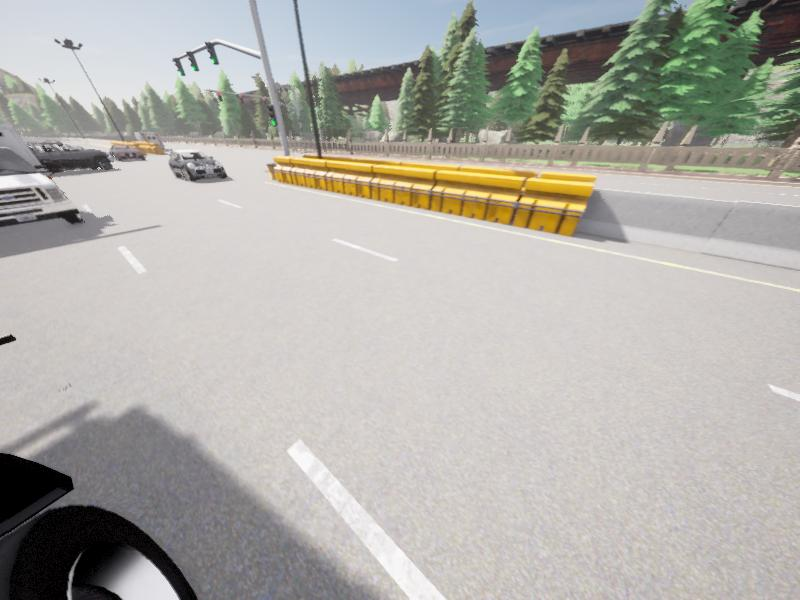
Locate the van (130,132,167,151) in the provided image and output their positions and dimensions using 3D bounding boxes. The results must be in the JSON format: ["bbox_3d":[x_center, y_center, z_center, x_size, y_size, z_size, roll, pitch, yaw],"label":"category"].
[{"bbox_3d":[-42.986,-27.156,39.517,6.366,2.431,2.351,24,42,29],"label":"van"}]

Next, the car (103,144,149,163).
[{"bbox_3d":[-27.728,-14.891,23.344,4.181,1.385,1.994,24,41,29],"label":"car"}]

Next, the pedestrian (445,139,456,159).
[{"bbox_3d":[5.554,-16.701,25.524,0.751,1.860,0.751,24,42,29],"label":"pedestrian"}]

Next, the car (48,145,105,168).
[{"bbox_3d":[-27.640,-12.335,19.727,5.357,1.411,2.033,24,42,29],"label":"car"}]

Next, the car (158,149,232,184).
[{"bbox_3d":[-12.325,-8.147,13.930,3.806,1.475,1.970,24,42,29],"label":"car"}]

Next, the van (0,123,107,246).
[{"bbox_3d":[-12.156,-3.579,6.703,6.366,2.431,2.351,19,40,24],"label":"van"}]

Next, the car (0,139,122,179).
[{"bbox_3d":[-22.886,-9.662,15.608,1.932,1.855,4.605,12,38,16],"label":"car"}]

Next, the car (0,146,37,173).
[{"bbox_3d":[-28.907,-10.346,16.936,4.181,1.385,1.994,24,42,29],"label":"car"}]
